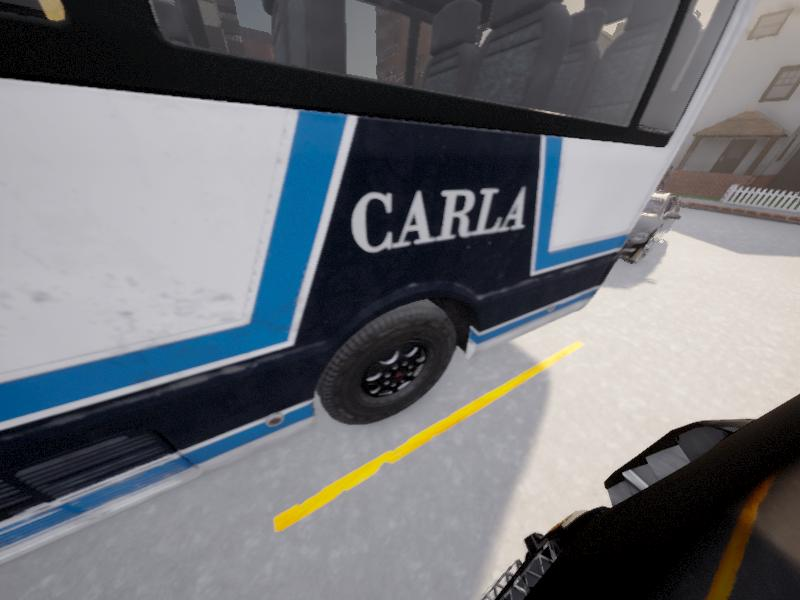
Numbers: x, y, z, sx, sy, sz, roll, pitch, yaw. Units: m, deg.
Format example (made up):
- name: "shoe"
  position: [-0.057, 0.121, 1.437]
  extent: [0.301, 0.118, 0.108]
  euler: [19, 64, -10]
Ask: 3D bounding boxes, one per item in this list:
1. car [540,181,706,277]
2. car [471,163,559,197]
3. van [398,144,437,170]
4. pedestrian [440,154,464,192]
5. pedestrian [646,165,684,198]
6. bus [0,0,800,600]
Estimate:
- name: "car"
  position: [6.577, -2.393, 6.740]
  extent: [4.902, 1.511, 2.128]
  euler: [-21, 41, -32]
- name: "car"
  position: [7.534, -8.327, 15.775]
  extent: [2.038, 1.542, 4.974]
  euler: [-15, 37, -25]
- name: "van"
  position: [2.085, -18.879, 30.360]
  extent: [1.988, 2.561, 5.915]
  euler: [-16, 38, -26]
- name: "pedestrian"
  position: [2.956, -7.318, 13.347]
  extent: [0.751, 1.860, 0.751]
  euler: [-15, 38, -25]
- name: "pedestrian"
  position: [17.533, -7.883, 15.340]
  extent: [0.751, 1.860, 0.751]
  euler: [-15, 38, -25]
- name: "bus"
  position: [-2.489, -0.812, 1.155]
  extent: [10.273, 4.253, 3.944]
  euler: [-15, 37, -25]
